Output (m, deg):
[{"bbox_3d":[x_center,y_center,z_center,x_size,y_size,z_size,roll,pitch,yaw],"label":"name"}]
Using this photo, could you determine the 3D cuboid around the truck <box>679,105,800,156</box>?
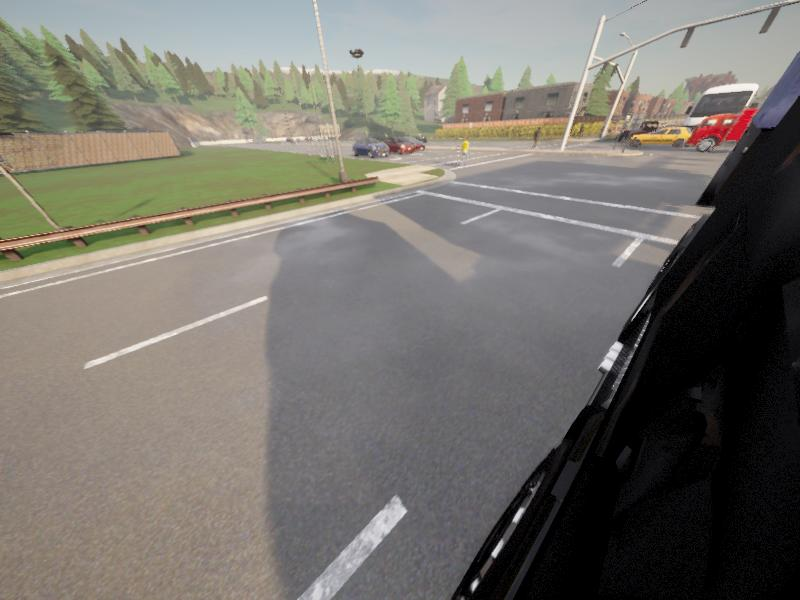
[{"bbox_3d":[23.583,-11.459,15.641,2.627,2.467,5.204,-27,43,-30],"label":"truck"}]

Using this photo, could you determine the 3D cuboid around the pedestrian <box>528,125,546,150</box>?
[{"bbox_3d":[12.846,-15.284,21.740,0.751,1.860,0.751,-28,43,-30],"label":"pedestrian"}]

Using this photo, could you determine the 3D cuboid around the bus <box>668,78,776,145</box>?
[{"bbox_3d":[31.188,-18.011,22.540,10.273,4.253,3.944,-28,43,-30],"label":"bus"}]

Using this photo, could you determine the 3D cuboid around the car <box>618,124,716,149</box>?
[{"bbox_3d":[23.397,-14.515,20.548,1.801,1.575,5.366,-27,43,-30],"label":"car"}]

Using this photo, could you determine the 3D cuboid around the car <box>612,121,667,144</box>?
[{"bbox_3d":[26.862,-18.917,26.038,3.866,1.878,1.905,-9,37,-8],"label":"car"}]

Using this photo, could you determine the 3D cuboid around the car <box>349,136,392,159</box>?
[{"bbox_3d":[-3.053,-15.614,23.569,2.097,1.767,4.553,-27,43,-30],"label":"car"}]

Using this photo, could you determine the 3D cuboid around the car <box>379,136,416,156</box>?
[{"bbox_3d":[-0.273,-16.885,25.273,1.851,1.617,3.988,-27,43,-30],"label":"car"}]

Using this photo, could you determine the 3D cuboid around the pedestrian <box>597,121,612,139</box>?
[{"bbox_3d":[27.780,-23.081,31.360,0.751,1.860,0.751,10,38,17],"label":"pedestrian"}]

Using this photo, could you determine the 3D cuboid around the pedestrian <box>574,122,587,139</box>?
[{"bbox_3d":[26.109,-24.513,33.412,0.751,1.860,0.751,-27,43,-29],"label":"pedestrian"}]

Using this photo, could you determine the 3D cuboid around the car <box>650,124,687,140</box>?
[{"bbox_3d":[33.446,-20.896,28.741,4.181,1.385,1.994,-26,43,-29],"label":"car"}]

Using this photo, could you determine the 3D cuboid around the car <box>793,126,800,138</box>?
[{"bbox_3d":[42.580,-17.563,23.535,3.806,1.475,1.970,-28,43,-30],"label":"car"}]

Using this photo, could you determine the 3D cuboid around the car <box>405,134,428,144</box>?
[{"bbox_3d":[2.912,-29.006,41.628,1.970,1.475,3.806,-31,45,-32],"label":"car"}]

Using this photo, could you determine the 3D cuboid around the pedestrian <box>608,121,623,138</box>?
[{"bbox_3d":[28.966,-22.920,31.065,0.751,1.860,0.751,20,42,28],"label":"pedestrian"}]

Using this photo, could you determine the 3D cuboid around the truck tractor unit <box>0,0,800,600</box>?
[{"bbox_3d":[2.645,-0.295,0.351,6.516,4.208,3.053,-28,44,-30],"label":"truck tractor unit"}]

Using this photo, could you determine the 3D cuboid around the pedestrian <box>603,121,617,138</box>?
[{"bbox_3d":[28.561,-23.196,31.465,0.751,1.860,0.751,26,45,33],"label":"pedestrian"}]

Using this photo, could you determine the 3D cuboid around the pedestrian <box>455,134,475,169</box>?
[{"bbox_3d":[4.229,-9.694,15.116,0.751,1.860,0.751,-30,44,-32],"label":"pedestrian"}]

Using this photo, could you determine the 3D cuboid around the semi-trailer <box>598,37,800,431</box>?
[{"bbox_3d":[8.696,-3.584,4.262,14.254,4.402,2.717,-28,43,-30],"label":"semi-trailer"}]

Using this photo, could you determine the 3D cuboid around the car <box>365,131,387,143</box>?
[{"bbox_3d":[-5.742,-38.126,54.086,2.150,2.045,5.566,-28,43,-30],"label":"car"}]

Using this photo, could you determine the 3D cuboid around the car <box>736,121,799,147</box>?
[{"bbox_3d":[30.302,-13.797,19.188,4.902,1.511,2.128,-28,43,-30],"label":"car"}]

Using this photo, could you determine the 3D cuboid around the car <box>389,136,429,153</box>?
[{"bbox_3d":[1.022,-19.213,28.456,2.163,1.488,4.792,-27,43,-30],"label":"car"}]
